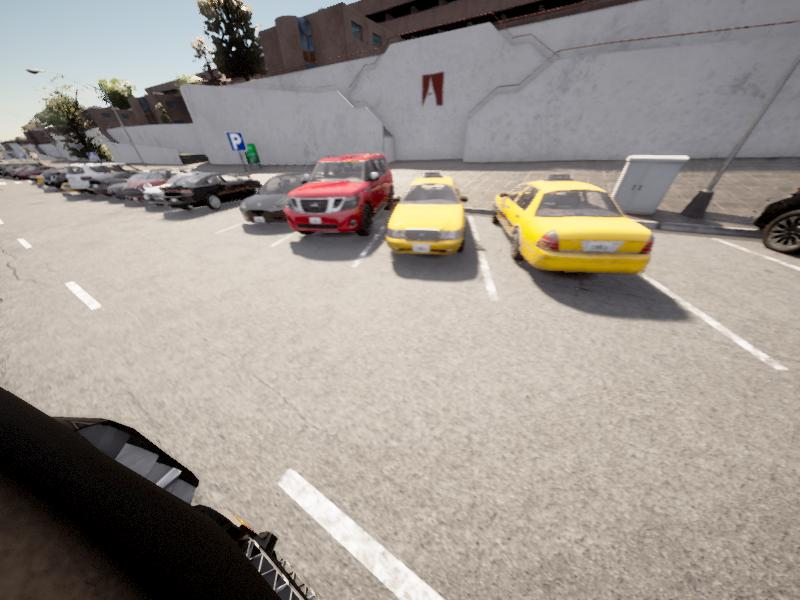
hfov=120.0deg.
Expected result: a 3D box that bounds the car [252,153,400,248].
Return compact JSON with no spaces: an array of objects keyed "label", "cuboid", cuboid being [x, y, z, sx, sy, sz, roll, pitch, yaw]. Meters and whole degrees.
[{"label":"car","cuboid":[-1.694,-3.805,7.975,2.435,2.045,5.566,4,33,9]}]

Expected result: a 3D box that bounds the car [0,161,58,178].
[{"label":"car","cuboid":[-58.807,-20.676,36.587,1.878,1.987,4.442,4,34,9]}]

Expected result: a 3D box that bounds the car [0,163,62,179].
[{"label":"car","cuboid":[-56.247,-19.737,35.244,2.185,1.767,4.553,4,34,9]}]

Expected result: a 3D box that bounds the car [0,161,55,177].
[{"label":"car","cuboid":[-63.989,-22.168,39.005,2.435,2.045,5.566,5,34,9]}]

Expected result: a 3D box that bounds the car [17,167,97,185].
[{"label":"car","cuboid":[-40.663,-14.933,27.630,2.163,1.488,4.792,5,34,9]}]

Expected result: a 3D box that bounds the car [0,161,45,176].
[{"label":"car","cuboid":[-66.586,-22.874,40.223,1.878,1.987,4.442,5,34,9]}]

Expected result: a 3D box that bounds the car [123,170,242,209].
[{"label":"car","cuboid":[-12.069,-6.541,13.401,2.002,1.452,4.674,4,33,9]}]

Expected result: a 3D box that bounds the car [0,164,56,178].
[{"label":"car","cuboid":[-61.404,-21.195,37.887,2.231,1.521,4.892,4,34,9]}]

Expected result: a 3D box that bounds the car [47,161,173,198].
[{"label":"car","cuboid":[-22.470,-9.799,18.485,2.435,2.045,5.566,4,34,9]}]

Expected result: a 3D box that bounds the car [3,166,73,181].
[{"label":"car","cuboid":[-51.055,-18.053,32.768,2.163,1.488,4.792,5,34,9]}]

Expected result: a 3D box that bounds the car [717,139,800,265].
[{"label":"car","cuboid":[8.687,-0.854,2.796,2.435,2.045,5.566,4,33,10]}]

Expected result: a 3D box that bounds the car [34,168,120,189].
[{"label":"car","cuboid":[-32.859,-12.609,23.803,2.002,1.452,4.674,5,34,9]}]

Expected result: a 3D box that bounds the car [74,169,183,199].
[{"label":"car","cuboid":[-19.867,-8.810,17.338,2.163,1.488,4.792,4,33,9]}]

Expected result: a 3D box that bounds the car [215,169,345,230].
[{"label":"car","cuboid":[-4.283,-4.311,9.437,2.163,1.488,4.792,4,33,9]}]

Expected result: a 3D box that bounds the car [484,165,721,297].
[{"label":"car","cuboid":[3.533,-2.225,5.672,1.946,1.575,5.366,4,33,10]}]

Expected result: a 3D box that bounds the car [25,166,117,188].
[{"label":"car","cuboid":[-35.437,-13.519,25.218,1.946,1.575,5.366,4,34,9]}]

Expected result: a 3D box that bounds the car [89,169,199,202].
[{"label":"car","cuboid":[-17.260,-8.030,16.016,2.002,1.452,4.674,4,34,9]}]

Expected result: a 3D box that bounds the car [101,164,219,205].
[{"label":"car","cuboid":[-14.666,-7.440,14.643,2.185,1.767,4.553,4,33,9]}]

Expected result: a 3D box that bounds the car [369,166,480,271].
[{"label":"car","cuboid":[0.880,-2.769,6.670,1.946,1.575,5.366,4,33,9]}]

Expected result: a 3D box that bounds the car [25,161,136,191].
[{"label":"car","cuboid":[-30.268,-12.058,22.325,2.435,2.045,5.566,5,34,9]}]

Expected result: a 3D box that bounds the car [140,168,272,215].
[{"label":"car","cuboid":[-9.480,-5.828,12.063,2.097,1.535,5.008,4,33,10]}]

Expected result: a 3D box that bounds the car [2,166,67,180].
[{"label":"car","cuboid":[-53.658,-18.839,34.081,2.002,1.452,4.674,4,34,9]}]

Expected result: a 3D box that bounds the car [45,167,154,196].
[{"label":"car","cuboid":[-25.096,-10.237,19.745,1.946,1.575,5.366,5,34,9]}]

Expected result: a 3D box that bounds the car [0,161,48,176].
[{"label":"car","cuboid":[-69.154,-23.752,41.607,2.435,2.045,5.566,4,34,9]}]
